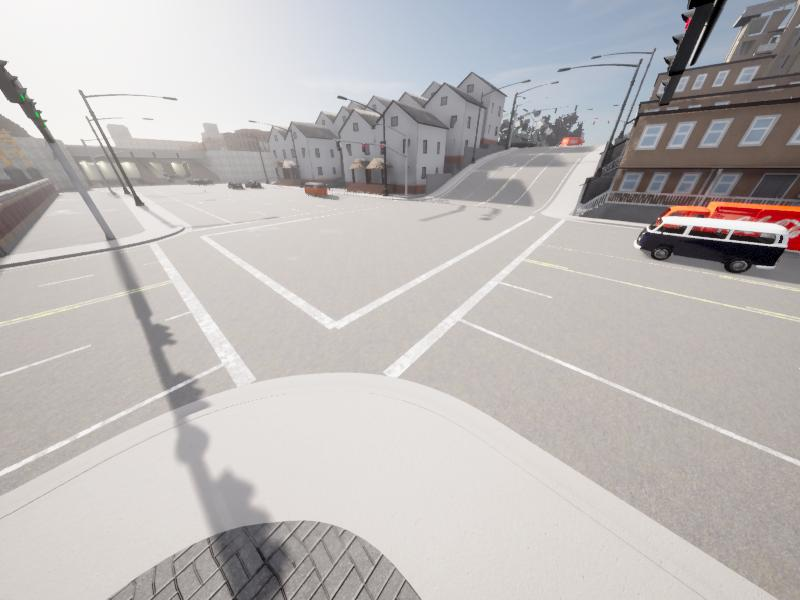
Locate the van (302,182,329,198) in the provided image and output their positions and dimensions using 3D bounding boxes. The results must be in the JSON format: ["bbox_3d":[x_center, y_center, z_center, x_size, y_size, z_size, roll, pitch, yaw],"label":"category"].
[{"bbox_3d":[-13.463,-17.517,36.663,4.442,1.987,1.775,24,38,35],"label":"van"}]

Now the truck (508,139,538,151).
[{"bbox_3d":[32.629,-41.065,61.331,6.274,2.098,2.390,24,38,35],"label":"truck"}]

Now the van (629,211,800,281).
[{"bbox_3d":[14.563,-2.824,11.159,4.480,2.038,2.069,24,38,35],"label":"van"}]

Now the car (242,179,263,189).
[{"bbox_3d":[-32.884,-25.887,51.600,4.611,1.667,2.242,24,38,35],"label":"car"}]

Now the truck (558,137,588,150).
[{"bbox_3d":[43.985,-39.833,58.827,5.204,2.467,2.627,-7,31,-12],"label":"truck"}]

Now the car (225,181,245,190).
[{"bbox_3d":[-35.336,-24.596,49.454,4.514,1.525,2.007,24,38,35],"label":"car"}]

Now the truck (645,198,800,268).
[{"bbox_3d":[17.589,-3.927,12.639,5.204,2.467,2.627,25,38,36],"label":"truck"}]

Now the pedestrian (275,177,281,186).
[{"bbox_3d":[-28.853,-28.057,54.691,0.751,1.860,0.751,22,37,33],"label":"pedestrian"}]

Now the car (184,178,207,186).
[{"bbox_3d":[-53.174,-30.764,59.952,5.238,1.638,1.930,13,32,21],"label":"car"}]
